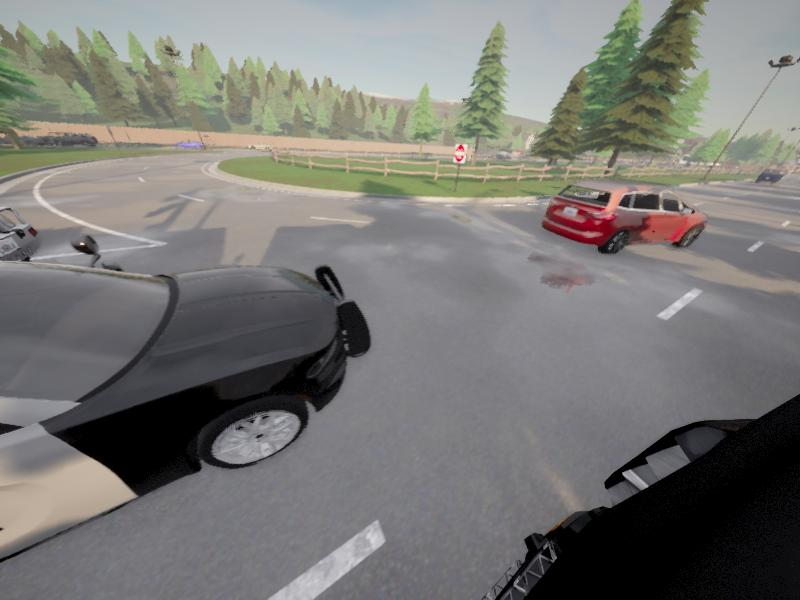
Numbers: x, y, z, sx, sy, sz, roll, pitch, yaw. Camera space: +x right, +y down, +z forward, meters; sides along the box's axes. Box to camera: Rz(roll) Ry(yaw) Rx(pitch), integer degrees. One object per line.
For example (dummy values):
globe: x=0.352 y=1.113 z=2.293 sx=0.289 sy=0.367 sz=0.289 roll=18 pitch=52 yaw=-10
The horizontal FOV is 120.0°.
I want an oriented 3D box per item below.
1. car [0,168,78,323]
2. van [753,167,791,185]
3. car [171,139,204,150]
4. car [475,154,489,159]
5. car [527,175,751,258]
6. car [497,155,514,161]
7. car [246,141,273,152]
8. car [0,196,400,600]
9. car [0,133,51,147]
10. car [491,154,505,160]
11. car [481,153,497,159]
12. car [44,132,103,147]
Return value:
car: x=-7.681 y=-0.391 z=2.257 sx=4.605 sy=1.855 sz=1.932 roll=-16 pitch=38 yaw=-25
van: x=53.277 y=-17.772 z=33.093 sx=4.442 sy=1.987 sz=1.775 roll=-16 pitch=38 yaw=-26
car: x=-42.690 y=-31.359 z=46.600 sx=4.514 sy=1.525 sz=2.007 roll=-16 pitch=38 yaw=-26
car: x=29.775 y=-52.070 z=83.584 sx=4.718 sy=1.301 sz=1.895 roll=-16 pitch=38 yaw=-26
car: x=6.826 y=-2.648 z=6.970 sx=4.611 sy=1.667 sz=2.242 roll=-7 pitch=35 yaw=-14
car: x=34.710 y=-46.810 z=75.945 sx=5.357 sy=1.411 sz=2.033 roll=-16 pitch=38 yaw=-26
car: x=-31.649 y=-34.697 z=52.108 sx=4.605 sy=1.855 sz=1.932 roll=-16 pitch=38 yaw=-26
car: x=-2.780 y=0.538 z=1.448 sx=5.238 sy=1.638 sz=1.930 roll=-16 pitch=38 yaw=-26
car: x=-52.190 y=-21.887 z=31.661 sx=4.181 sy=1.385 sz=1.994 roll=-16 pitch=38 yaw=-26
car: x=33.327 y=-48.703 z=78.582 sx=3.988 sy=1.617 sz=1.851 roll=-16 pitch=38 yaw=-26
car: x=31.166 y=-50.300 z=80.868 sx=4.792 sy=1.488 sz=2.163 roll=-16 pitch=38 yaw=-26
car: x=-50.393 y=-24.854 z=35.794 sx=4.605 sy=1.855 sz=1.932 roll=-18 pitch=39 yaw=-25
